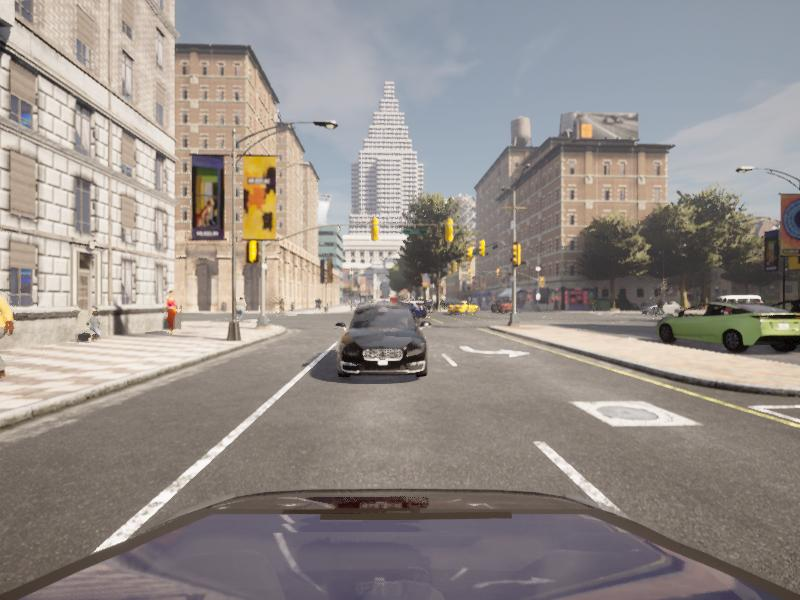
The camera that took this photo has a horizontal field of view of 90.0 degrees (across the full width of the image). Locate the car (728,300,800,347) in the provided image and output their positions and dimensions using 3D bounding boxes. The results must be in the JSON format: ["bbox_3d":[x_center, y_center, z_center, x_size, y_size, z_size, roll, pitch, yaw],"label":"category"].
[{"bbox_3d":[14.424,0.795,14.428,1.851,1.617,3.988,0,0,-2],"label":"car"}]

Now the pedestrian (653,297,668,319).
[{"bbox_3d":[21.538,0.652,33.104,0.751,1.860,0.751,0,0,-2],"label":"pedestrian"}]

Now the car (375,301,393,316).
[{"bbox_3d":[-1.754,0.844,44.193,1.882,1.535,5.008,0,0,-2],"label":"car"}]

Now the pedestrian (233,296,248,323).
[{"bbox_3d":[-10.998,0.651,27.677,0.751,1.860,0.751,0,0,-1],"label":"pedestrian"}]

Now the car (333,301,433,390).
[{"bbox_3d":[-0.412,0.844,9.823,1.837,1.490,4.892,0,2,-2],"label":"car"}]

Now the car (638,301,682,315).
[{"bbox_3d":[28.376,0.845,43.710,3.633,1.501,1.845,0,0,-3],"label":"car"}]

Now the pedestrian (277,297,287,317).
[{"bbox_3d":[-11.383,0.656,38.693,0.751,1.860,0.751,0,0,0],"label":"pedestrian"}]

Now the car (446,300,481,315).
[{"bbox_3d":[7.262,0.822,45.264,1.801,1.575,5.366,-1,0,34],"label":"car"}]

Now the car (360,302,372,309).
[{"bbox_3d":[-6.101,0.972,72.132,1.895,1.301,4.718,0,0,-2],"label":"car"}]

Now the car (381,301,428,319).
[{"bbox_3d":[0.422,0.870,36.240,3.806,1.475,1.970,0,0,32],"label":"car"}]

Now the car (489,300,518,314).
[{"bbox_3d":[13.007,0.803,50.532,2.152,1.651,5.027,0,0,-2],"label":"car"}]

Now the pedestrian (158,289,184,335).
[{"bbox_3d":[-9.509,0.493,16.638,0.751,1.860,0.751,0,0,-11],"label":"pedestrian"}]

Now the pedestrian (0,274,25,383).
[{"bbox_3d":[-7.246,0.489,6.944,0.751,1.860,0.751,0,0,-1],"label":"pedestrian"}]

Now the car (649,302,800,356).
[{"bbox_3d":[10.942,0.835,13.624,2.007,1.525,4.514,0,0,-2],"label":"car"}]

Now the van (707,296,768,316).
[{"bbox_3d":[34.094,0.589,40.462,4.480,2.038,2.069,0,0,-2],"label":"van"}]

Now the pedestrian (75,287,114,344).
[{"bbox_3d":[-10.231,0.492,13.425,0.751,1.860,0.751,0,0,-1],"label":"pedestrian"}]

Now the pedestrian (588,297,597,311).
[{"bbox_3d":[25.653,0.509,53.315,0.751,1.860,0.751,0,0,-2],"label":"pedestrian"}]
